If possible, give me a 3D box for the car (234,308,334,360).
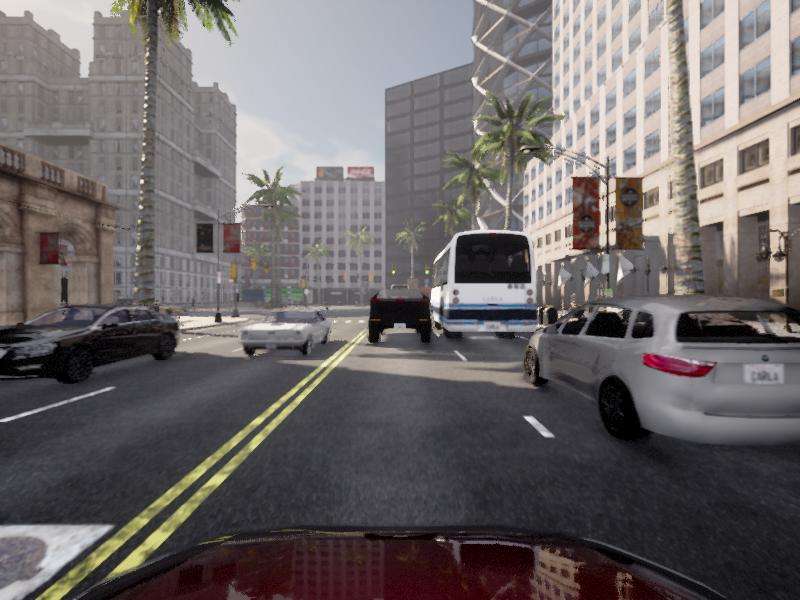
[{"bbox_3d":[-3.501,0.968,13.075,1.895,1.301,4.718,0,0,0],"label":"car"}]

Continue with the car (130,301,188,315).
[{"bbox_3d":[-26.655,0.883,44.324,5.366,1.575,1.801,0,0,0],"label":"car"}]

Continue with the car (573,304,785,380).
[{"bbox_3d":[6.691,0.872,10.495,2.163,1.488,4.792,0,0,-1],"label":"car"}]

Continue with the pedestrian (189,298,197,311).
[{"bbox_3d":[-30.136,0.592,58.197,0.751,1.860,0.751,0,0,9],"label":"pedestrian"}]

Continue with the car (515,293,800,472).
[{"bbox_3d":[3.518,0.769,6.041,2.242,1.667,4.611,0,0,0],"label":"car"}]

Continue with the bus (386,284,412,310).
[{"bbox_3d":[-0.318,-0.408,70.693,3.944,4.253,10.273,0,0,-3],"label":"bus"}]

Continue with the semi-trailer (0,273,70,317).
[{"bbox_3d":[-42.460,-0.541,41.443,14.254,4.402,2.717,0,0,0],"label":"semi-trailer"}]

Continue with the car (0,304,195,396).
[{"bbox_3d":[-6.996,0.853,9.104,2.128,1.511,4.902,0,0,0],"label":"car"}]

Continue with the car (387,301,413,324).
[{"bbox_3d":[-0.003,0.855,29.421,1.801,1.575,5.366,0,0,0],"label":"car"}]

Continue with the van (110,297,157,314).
[{"bbox_3d":[-31.804,0.686,47.775,4.442,1.987,1.775,0,0,0],"label":"van"}]

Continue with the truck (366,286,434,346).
[{"bbox_3d":[-0.002,0.574,17.131,2.390,2.098,6.274,0,0,0],"label":"truck"}]

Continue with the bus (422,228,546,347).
[{"bbox_3d":[3.292,-0.493,19.405,3.944,4.253,10.273,0,1,1],"label":"bus"}]

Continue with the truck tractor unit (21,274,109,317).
[{"bbox_3d":[-34.550,-0.450,41.431,6.516,4.208,3.053,0,0,1],"label":"truck tractor unit"}]
